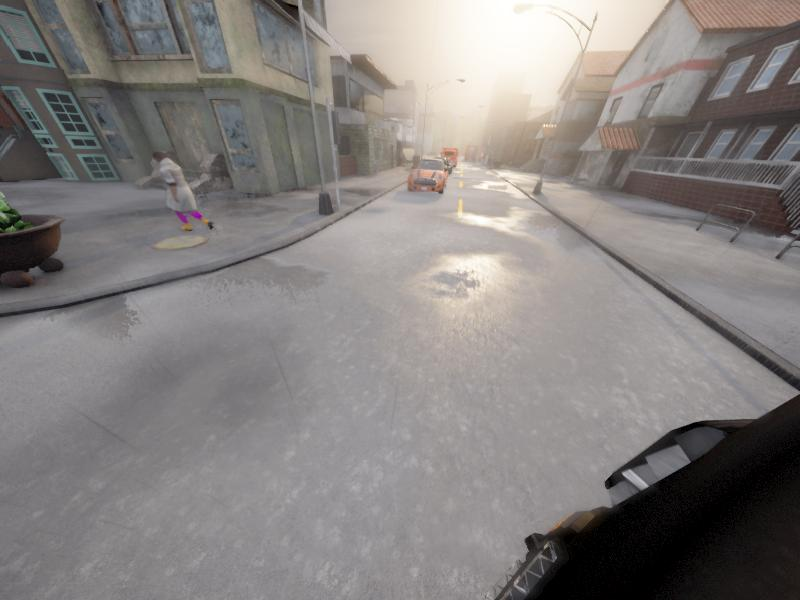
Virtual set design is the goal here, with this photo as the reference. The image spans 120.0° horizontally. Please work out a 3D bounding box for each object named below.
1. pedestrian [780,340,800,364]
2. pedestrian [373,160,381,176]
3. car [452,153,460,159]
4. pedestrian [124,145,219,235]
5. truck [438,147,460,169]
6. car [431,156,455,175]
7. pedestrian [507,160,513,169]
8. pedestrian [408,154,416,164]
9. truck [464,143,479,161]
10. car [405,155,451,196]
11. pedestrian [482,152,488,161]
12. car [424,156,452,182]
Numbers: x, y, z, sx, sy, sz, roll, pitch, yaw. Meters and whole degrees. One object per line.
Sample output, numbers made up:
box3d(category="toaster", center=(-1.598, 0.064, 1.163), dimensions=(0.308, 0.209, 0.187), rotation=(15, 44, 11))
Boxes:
box3d(category="pedestrian", center=(5.459, 0.123, 2.268), dimensions=(0.751, 1.860, 0.751), rotation=(-3, 34, -9))
box3d(category="pedestrian", center=(-1.874, -10.735, 18.821), dimensions=(0.500, 1.100, 0.500), rotation=(9, 34, 10))
box3d(category="car", center=(17.759, -45.599, 72.948), dimensions=(2.033, 1.411, 5.357), rotation=(9, 34, 9))
box3d(category="pedestrian", center=(-5.387, -2.628, 5.616), dimensions=(0.751, 1.860, 0.751), rotation=(1, 33, -2))
box3d(category="truck", center=(7.245, -20.944, 33.937), dimensions=(2.627, 2.467, 5.204), rotation=(9, 34, 9))
box3d(category="car", center=(4.832, -14.862, 25.405), dimensions=(2.038, 1.542, 4.974), rotation=(9, 34, 9))
box3d(category="pedestrian", center=(17.169, -21.110, 35.931), dimensions=(0.500, 1.100, 0.500), rotation=(17, 36, 21))
box3d(category="pedestrian", center=(1.855, -21.711, 35.511), dimensions=(0.751, 1.300, 0.751), rotation=(28, 41, 33))
box3d(category="truck", center=(19.037, -39.613, 61.796), dimensions=(2.891, 3.827, 8.468), rotation=(9, 34, 9))
box3d(category="car", center=(1.874, -7.906, 14.429), dimensions=(2.097, 1.767, 4.553), rotation=(9, 34, 9))
box3d(category="pedestrian", center=(22.903, -38.695, 62.253), dimensions=(0.751, 1.860, 0.751), rotation=(-14, 37, -23))
box3d(category="car", center=(3.330, -11.316, 19.863), dimensions=(1.851, 1.617, 3.988), rotation=(9, 34, 9))
